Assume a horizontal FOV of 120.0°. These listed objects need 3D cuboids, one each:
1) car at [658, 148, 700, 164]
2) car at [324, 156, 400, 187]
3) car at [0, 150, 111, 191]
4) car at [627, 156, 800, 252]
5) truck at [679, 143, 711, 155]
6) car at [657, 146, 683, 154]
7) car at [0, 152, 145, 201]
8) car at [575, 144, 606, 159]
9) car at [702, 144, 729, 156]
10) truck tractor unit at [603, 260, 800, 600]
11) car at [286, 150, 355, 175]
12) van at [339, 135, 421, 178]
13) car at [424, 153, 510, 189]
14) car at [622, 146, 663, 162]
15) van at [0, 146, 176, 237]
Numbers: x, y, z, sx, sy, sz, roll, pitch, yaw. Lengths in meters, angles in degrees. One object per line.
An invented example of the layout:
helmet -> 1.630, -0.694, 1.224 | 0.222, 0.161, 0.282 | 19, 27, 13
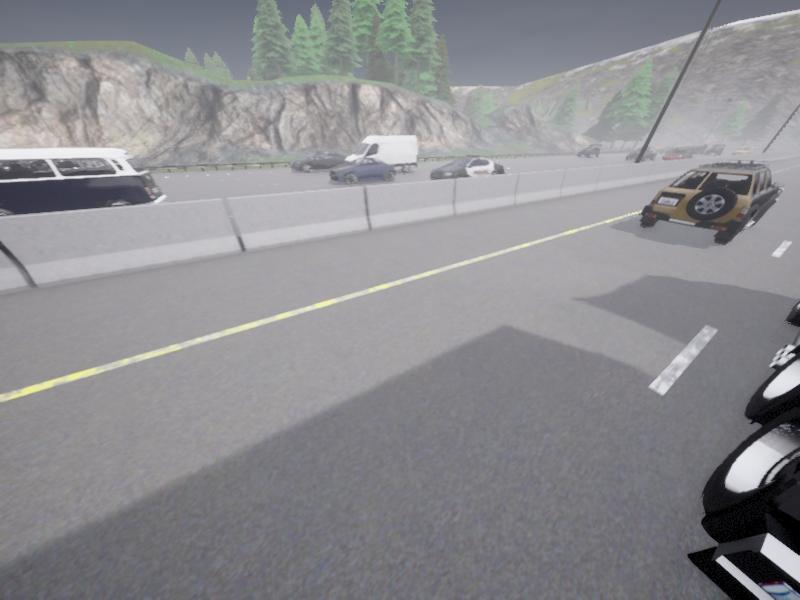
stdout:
car -> 36.114, -18.695, 29.941 | 4.514, 1.525, 2.007 | -18, 39, -25
car -> -2.313, -8.255, 14.680 | 4.181, 1.385, 1.994 | -18, 39, -25
car -> -20.047, -7.150, 12.654 | 4.611, 1.667, 2.242 | -18, 39, -25
car -> 9.570, -3.126, 6.964 | 4.605, 1.855, 1.932 | -18, 39, -25
truck -> 63.659, -32.660, 49.804 | 6.274, 2.098, 2.390 | -18, 39, -25
car -> 60.664, -33.715, 51.873 | 4.902, 1.511, 2.128 | -18, 39, -25
car -> -16.236, -6.095, 11.172 | 4.611, 1.667, 2.242 | -18, 39, -25
car -> 30.630, -23.980, 37.176 | 3.866, 1.878, 1.905 | -18, 39, -25
car -> 63.430, -30.174, 46.427 | 3.866, 1.878, 1.905 | -18, 39, -25
truck tractor unit -> 5.105, -0.306, 0.797 | 6.516, 4.208, 3.053 | -18, 39, -25
car -> -6.538, -11.546, 19.254 | 4.902, 1.511, 2.128 | -18, 39, -25
van -> -1.426, -11.345, 18.110 | 5.915, 2.561, 1.988 | -18, 39, -25
car -> 4.174, -8.150, 14.447 | 4.974, 1.542, 2.038 | -19, 39, -25
car -> 33.572, -20.280, 31.964 | 4.553, 1.767, 2.097 | -18, 39, -25
van -> -10.540, -3.497, 7.162 | 4.480, 2.038, 2.069 | -18, 39, -25
